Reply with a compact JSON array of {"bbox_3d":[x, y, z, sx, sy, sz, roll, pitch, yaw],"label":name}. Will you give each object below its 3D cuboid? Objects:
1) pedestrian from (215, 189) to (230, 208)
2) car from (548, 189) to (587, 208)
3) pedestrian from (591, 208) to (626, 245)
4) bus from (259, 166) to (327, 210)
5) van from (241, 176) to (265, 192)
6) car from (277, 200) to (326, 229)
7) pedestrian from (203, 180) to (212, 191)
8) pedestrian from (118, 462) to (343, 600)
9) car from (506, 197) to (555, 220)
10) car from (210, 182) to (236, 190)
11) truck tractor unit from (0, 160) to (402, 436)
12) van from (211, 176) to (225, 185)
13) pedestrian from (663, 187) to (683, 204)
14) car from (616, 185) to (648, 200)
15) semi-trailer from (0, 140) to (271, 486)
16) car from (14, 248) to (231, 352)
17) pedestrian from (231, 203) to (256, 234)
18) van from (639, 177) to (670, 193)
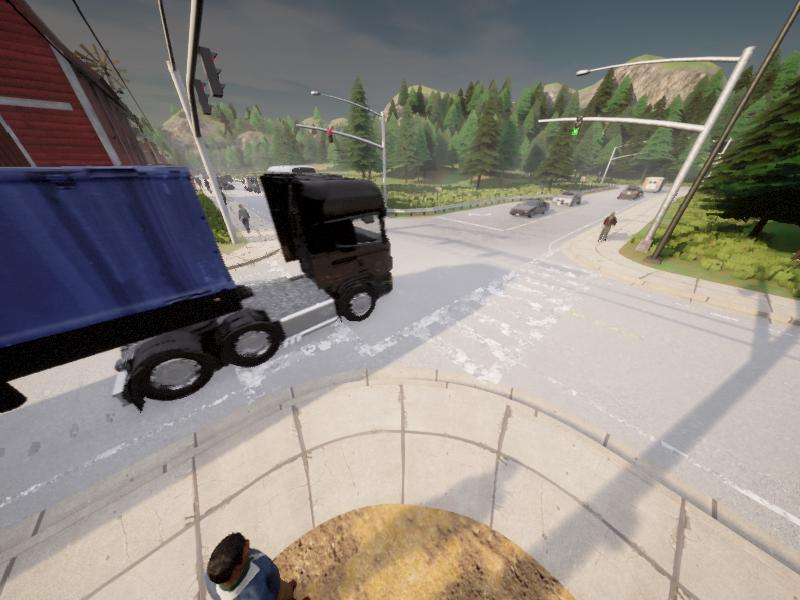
[{"bbox_3d":[-19.759,-11.334,25.766,0.751,1.860,0.751,-23,37,-34],"label":"pedestrian"},{"bbox_3d":[20.443,-12.438,28.170,4.611,1.667,2.242,-23,37,-34],"label":"car"},{"bbox_3d":[12.137,-4.290,13.511,0.751,1.860,0.751,-18,34,-28],"label":"pedestrian"},{"bbox_3d":[-13.654,-14.438,29.107,3.944,4.253,10.273,-23,37,-34],"label":"bus"},{"bbox_3d":[-29.699,-23.440,46.519,2.351,2.431,6.366,-22,37,-33],"label":"van"},{"bbox_3d":[-8.449,-7.418,19.685,2.128,1.511,4.902,-23,37,-34],"label":"car"},{"bbox_3d":[-36.509,-21.759,43.822,0.751,1.860,0.751,-26,39,-37],"label":"pedestrian"},{"bbox_3d":[-1.134,2.401,1.930,0.751,1.860,0.751,16,34,26],"label":"pedestrian"},{"bbox_3d":[12.880,-9.094,22.653,5.357,1.411,2.033,-23,37,-34],"label":"car"},{"bbox_3d":[-36.936,-23.830,48.255,4.181,1.385,1.994,9,31,15],"label":"car"},{"bbox_3d":[-3.405,-1.047,5.887,6.516,4.208,3.053,-23,37,-34],"label":"truck tractor unit"},{"bbox_3d":[-48.948,-32.187,62.063,2.069,2.038,4.480,-22,37,-33],"label":"van"},{"bbox_3d":[33.251,-12.731,28.131,0.751,1.860,0.751,-16,34,-26],"label":"pedestrian"},{"bbox_3d":[34.746,-16.115,34.537,4.611,1.667,2.242,-22,37,-33],"label":"car"},{"bbox_3d":[-9.407,1.442,1.367,14.254,4.402,2.717,-23,38,-34],"label":"semi-trailer"},{"bbox_3d":[-7.952,-0.296,7.250,3.705,1.549,1.789,-25,39,-36],"label":"car"},{"bbox_3d":[-10.707,-5.604,15.841,0.751,1.860,0.751,-26,39,-37],"label":"pedestrian"},{"bbox_3d":[47.752,-21.604,43.287,6.366,2.431,2.351,-21,36,-32],"label":"van"}]
